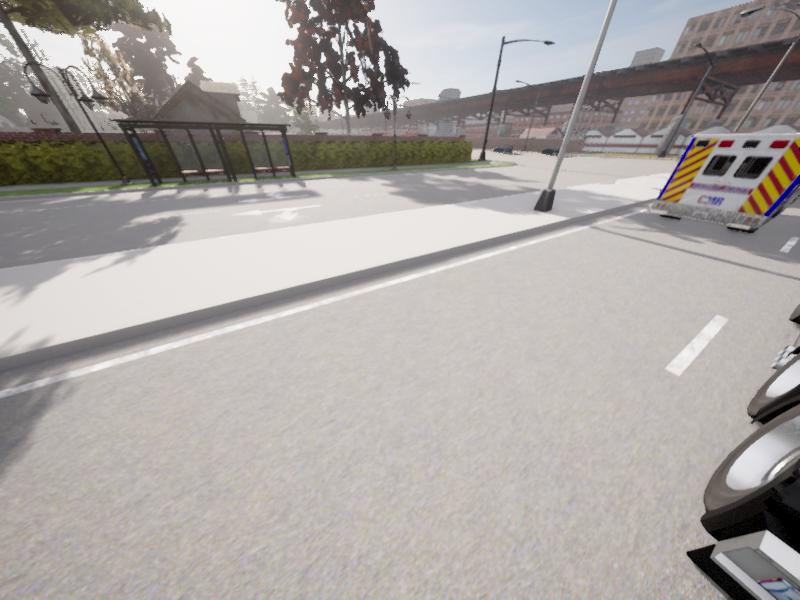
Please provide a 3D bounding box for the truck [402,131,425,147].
[{"bbox_3d":[3.872,-49.737,71.099,2.891,3.827,8.468,-18,40,-24],"label":"truck"}]

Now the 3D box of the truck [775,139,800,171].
[{"bbox_3d":[39.482,-13.043,20.817,2.627,2.467,5.204,-18,38,-24],"label":"truck"}]

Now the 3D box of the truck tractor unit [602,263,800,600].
[{"bbox_3d":[5.114,-0.294,0.794,6.516,4.208,3.053,-18,39,-24],"label":"truck tractor unit"}]

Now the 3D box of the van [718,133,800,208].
[{"bbox_3d":[18.402,-6.272,10.908,5.915,2.561,1.988,-18,39,-24],"label":"van"}]

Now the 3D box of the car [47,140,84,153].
[{"bbox_3d":[-59.936,-27.594,41.529,1.932,1.855,4.605,-18,39,-25],"label":"car"}]

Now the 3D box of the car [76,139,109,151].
[{"bbox_3d":[-65.636,-33.245,49.402,2.150,2.045,5.566,-18,39,-25],"label":"car"}]

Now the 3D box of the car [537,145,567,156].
[{"bbox_3d":[26.223,-25.938,40.068,1.845,1.501,3.633,-18,39,-24],"label":"car"}]

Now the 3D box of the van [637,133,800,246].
[{"bbox_3d":[11.334,-3.917,7.576,6.366,2.431,2.351,-18,39,-24],"label":"van"}]
